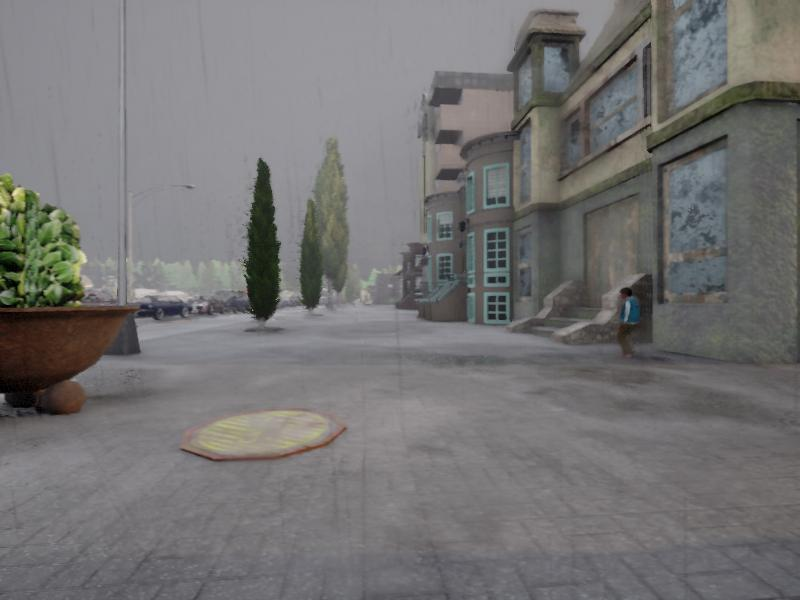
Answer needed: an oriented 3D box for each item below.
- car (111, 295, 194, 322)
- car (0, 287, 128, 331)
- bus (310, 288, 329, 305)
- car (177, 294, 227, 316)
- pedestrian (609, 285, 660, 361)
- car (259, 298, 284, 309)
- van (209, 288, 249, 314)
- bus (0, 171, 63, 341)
[{"bbox_3d":[-13.180,0.406,21.710,1.895,1.301,4.718,0,0,-5],"label":"car"},{"bbox_3d":[-12.594,0.302,15.372,1.970,1.475,3.806,0,0,-6],"label":"car"},{"bbox_3d":[-20.749,-0.907,103.915,3.944,4.253,10.273,0,0,-5],"label":"bus"},{"bbox_3d":[-13.783,0.329,28.130,1.970,1.475,3.806,0,0,-6],"label":"car"},{"bbox_3d":[3.614,0.337,6.167,0.500,1.100,0.500,0,0,-32],"label":"pedestrian"},{"bbox_3d":[-15.758,0.463,49.273,1.895,1.301,4.718,0,0,-5],"label":"car"},{"bbox_3d":[-14.303,0.085,33.722,1.775,1.987,4.442,0,0,-5],"label":"van"},{"bbox_3d":[-11.604,-1.103,6.812,3.944,4.253,10.273,0,0,-6],"label":"bus"}]
